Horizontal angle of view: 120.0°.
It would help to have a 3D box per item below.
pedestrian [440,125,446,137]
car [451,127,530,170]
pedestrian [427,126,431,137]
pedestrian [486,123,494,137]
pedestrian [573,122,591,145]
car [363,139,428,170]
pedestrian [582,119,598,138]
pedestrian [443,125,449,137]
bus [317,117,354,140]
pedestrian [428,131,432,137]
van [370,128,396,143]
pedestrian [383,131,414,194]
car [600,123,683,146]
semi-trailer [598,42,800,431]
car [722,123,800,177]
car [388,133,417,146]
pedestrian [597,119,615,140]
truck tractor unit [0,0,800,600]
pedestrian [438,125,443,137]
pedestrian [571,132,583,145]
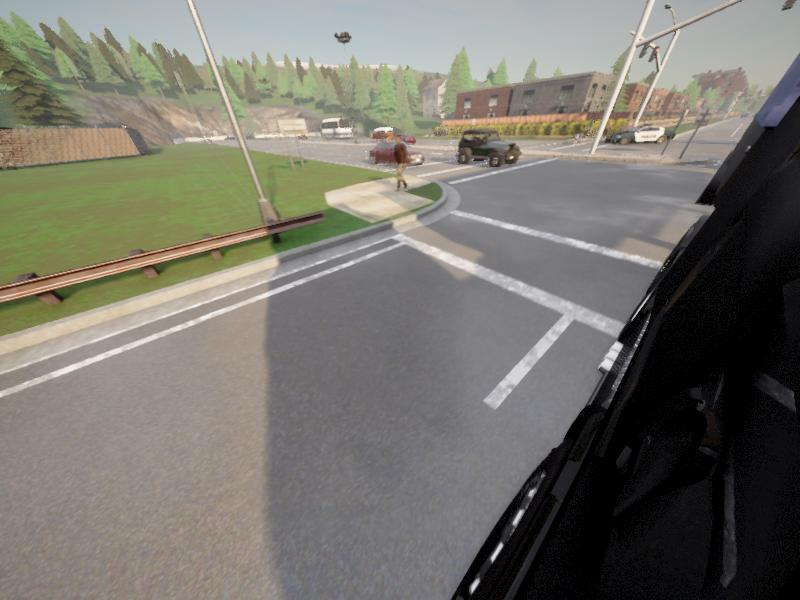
[{"bbox_3d":[8.491,-33.149,45.399,0.751,1.860,0.751,-30,45,-31],"label":"pedestrian"},{"bbox_3d":[5.363,-9.425,14.289,1.905,1.878,3.866,-28,43,-29],"label":"car"},{"bbox_3d":[6.157,-35.451,48.592,0.751,1.860,0.751,4,37,9],"label":"pedestrian"},{"bbox_3d":[15.178,-28.609,38.984,0.751,1.860,0.751,-28,44,-30],"label":"pedestrian"},{"bbox_3d":[18.879,-17.283,23.971,0.751,1.860,0.751,30,47,35],"label":"pedestrian"},{"bbox_3d":[-0.400,-9.987,15.730,1.812,1.442,4.674,-27,43,-29],"label":"car"},{"bbox_3d":[24.525,-22.107,29.811,0.751,1.860,0.751,-28,44,-30],"label":"pedestrian"},{"bbox_3d":[8.949,-32.864,44.994,0.751,1.860,0.751,-26,43,-28],"label":"pedestrian"},{"bbox_3d":[-16.343,-42.986,58.182,3.944,4.253,10.273,-28,44,-29],"label":"bus"},{"bbox_3d":[6.200,-34.506,47.966,0.500,1.100,0.500,-15,39,-16],"label":"pedestrian"},{"bbox_3d":[-3.095,-29.793,41.729,2.069,2.038,4.480,-29,44,-31],"label":"van"},{"bbox_3d":[-0.028,-4.963,8.386,0.751,1.860,0.751,-28,44,-30],"label":"pedestrian"},{"bbox_3d":[22.825,-15.813,22.103,4.974,1.542,2.038,3,37,7],"label":"car"},{"bbox_3d":[8.700,-3.594,4.239,14.254,4.402,2.717,-28,44,-30],"label":"semi-trailer"},{"bbox_3d":[17.586,-7.179,10.836,5.027,1.651,2.152,-28,44,-30],"label":"car"},{"bbox_3d":[0.361,-23.617,33.879,1.994,1.385,4.181,-28,44,-29],"label":"car"},{"bbox_3d":[23.091,-19.165,25.926,0.751,1.860,0.751,-28,44,-30],"label":"pedestrian"},{"bbox_3d":[2.645,-0.295,0.351,6.516,4.208,3.053,-28,44,-30],"label":"truck tractor unit"},{"bbox_3d":[8.084,-33.366,45.711,0.751,1.860,0.751,10,39,16],"label":"pedestrian"},{"bbox_3d":[18.153,-16.615,23.751,0.500,1.100,0.500,-27,43,-29],"label":"pedestrian"}]
